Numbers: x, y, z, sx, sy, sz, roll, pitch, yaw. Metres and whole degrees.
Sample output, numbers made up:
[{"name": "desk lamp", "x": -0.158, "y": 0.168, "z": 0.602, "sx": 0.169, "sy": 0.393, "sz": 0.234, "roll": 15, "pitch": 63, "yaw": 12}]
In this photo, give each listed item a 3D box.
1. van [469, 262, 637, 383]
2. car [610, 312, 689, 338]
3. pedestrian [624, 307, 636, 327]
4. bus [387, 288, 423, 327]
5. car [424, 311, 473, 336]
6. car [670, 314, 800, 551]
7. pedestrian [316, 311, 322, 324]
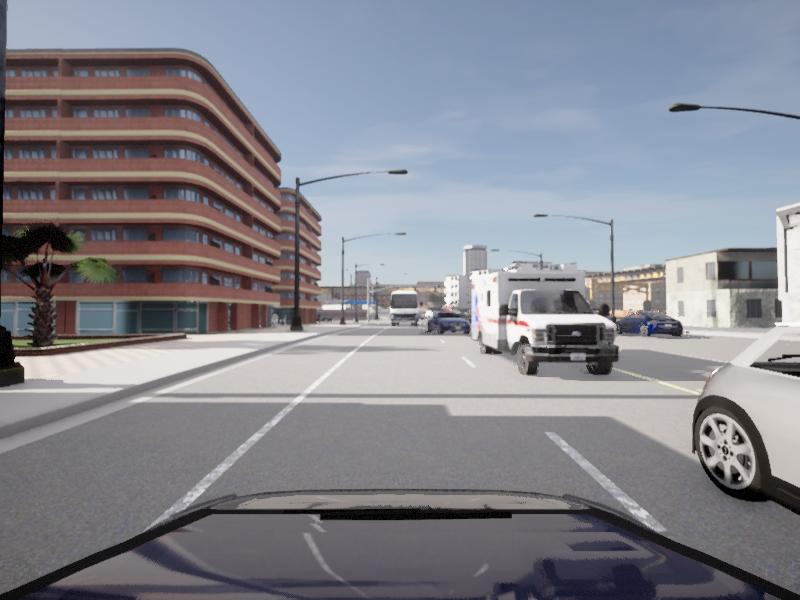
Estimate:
[{"name": "van", "x": 3.633, "y": 0.516, "z": 11.281, "sx": 2.351, "sy": 2.431, "sz": 6.366, "roll": 0, "pitch": -1, "yaw": 1}, {"name": "car", "x": 14.266, "y": 1.410, "z": 23.240, "sx": 1.994, "sy": 1.385, "sz": 4.181, "roll": 0, "pitch": -2, "yaw": 1}, {"name": "pedestrian", "x": 21.687, "y": 1.629, "z": 37.680, "sx": 0.751, "sy": 1.860, "sz": 0.751, "roll": 0, "pitch": -2, "yaw": 9}, {"name": "bus", "x": 0.678, "y": 1.103, "z": 48.863, "sx": 3.944, "sy": 4.253, "sz": 10.273, "roll": 0, "pitch": -3, "yaw": 1}, {"name": "car", "x": 2.968, "y": 1.459, "z": 25.507, "sx": 1.812, "sy": 1.442, "sz": 4.674, "roll": 0, "pitch": -3, "yaw": -10}, {"name": "car", "x": 3.537, "y": 0.863, "z": 1.900, "sx": 1.970, "sy": 1.475, "sz": 3.806, "roll": 0, "pitch": 0, "yaw": 1}, {"name": "pedestrian", "x": -11.965, "y": 2.569, "z": 59.227, "sx": 0.751, "sy": 1.860, "sz": 0.751, "roll": 0, "pitch": -2, "yaw": -6}]
